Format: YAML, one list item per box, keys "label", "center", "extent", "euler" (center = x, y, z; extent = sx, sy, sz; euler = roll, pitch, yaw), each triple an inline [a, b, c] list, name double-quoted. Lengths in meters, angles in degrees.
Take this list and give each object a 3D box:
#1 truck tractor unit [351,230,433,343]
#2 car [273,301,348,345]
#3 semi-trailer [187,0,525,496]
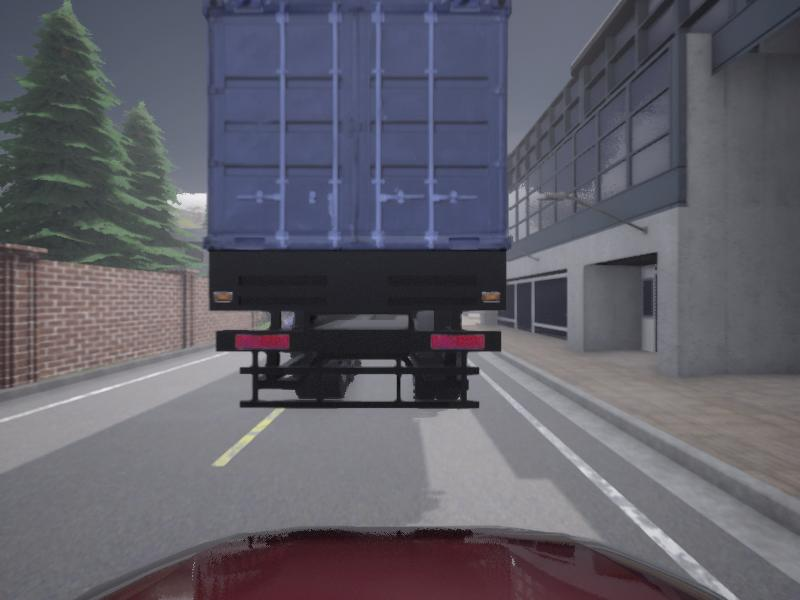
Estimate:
- label: "truck tractor unit"
  center: [-0.236, -0.524, 18.257]
  extent: [3.053, 4.208, 6.516]
  euler: [0, 1, 1]
- label: "car"
  center: [-3.431, 0.829, 16.283]
  extent: [2.007, 1.525, 4.514]
  euler: [0, 0, 0]
- label: "semi-trailer"
  center: [-0.314, -0.616, 10.348]
  extent: [2.717, 4.402, 14.254]
  euler: [0, 0, 0]
